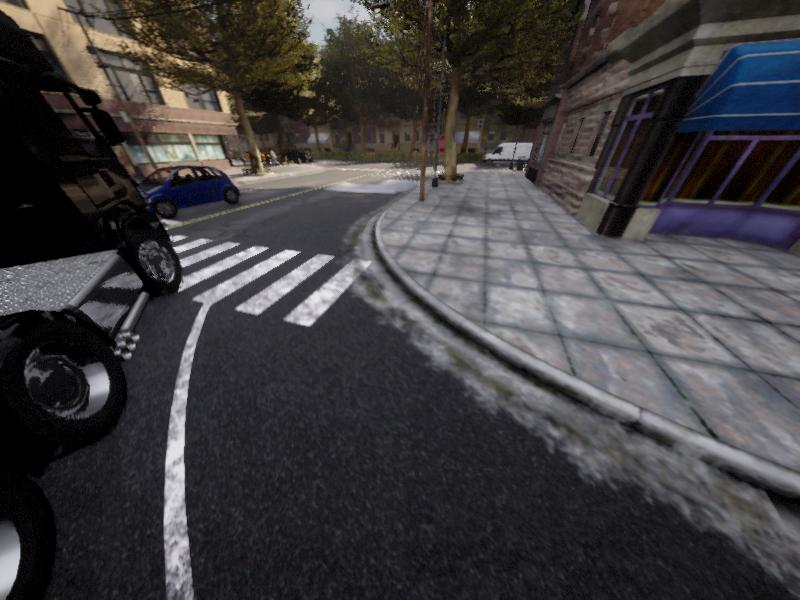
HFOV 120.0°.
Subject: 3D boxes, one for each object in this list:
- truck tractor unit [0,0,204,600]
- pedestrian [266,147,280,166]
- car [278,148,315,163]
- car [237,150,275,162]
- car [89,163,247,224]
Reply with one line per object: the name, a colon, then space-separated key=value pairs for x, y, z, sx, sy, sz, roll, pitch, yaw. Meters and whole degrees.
truck tractor unit: x=-4.453 y=-0.668 z=1.382 sx=3.053 sy=4.208 sz=6.516 roll=-20 pitch=38 yaw=-23
pedestrian: x=-14.771 y=-16.686 z=26.947 sx=0.751 sy=1.860 sz=0.751 roll=3 pitch=34 yaw=4
car: x=-15.542 y=-21.876 z=34.937 sx=4.605 sy=1.855 sz=1.932 roll=10 pitch=35 yaw=14
car: x=-23.078 y=-23.064 z=37.006 sx=5.008 sy=1.535 sz=1.882 roll=10 pitch=35 yaw=14
car: x=-9.065 y=-4.630 z=9.621 sx=1.851 sy=1.617 sz=3.988 roll=12 pitch=36 yaw=17
